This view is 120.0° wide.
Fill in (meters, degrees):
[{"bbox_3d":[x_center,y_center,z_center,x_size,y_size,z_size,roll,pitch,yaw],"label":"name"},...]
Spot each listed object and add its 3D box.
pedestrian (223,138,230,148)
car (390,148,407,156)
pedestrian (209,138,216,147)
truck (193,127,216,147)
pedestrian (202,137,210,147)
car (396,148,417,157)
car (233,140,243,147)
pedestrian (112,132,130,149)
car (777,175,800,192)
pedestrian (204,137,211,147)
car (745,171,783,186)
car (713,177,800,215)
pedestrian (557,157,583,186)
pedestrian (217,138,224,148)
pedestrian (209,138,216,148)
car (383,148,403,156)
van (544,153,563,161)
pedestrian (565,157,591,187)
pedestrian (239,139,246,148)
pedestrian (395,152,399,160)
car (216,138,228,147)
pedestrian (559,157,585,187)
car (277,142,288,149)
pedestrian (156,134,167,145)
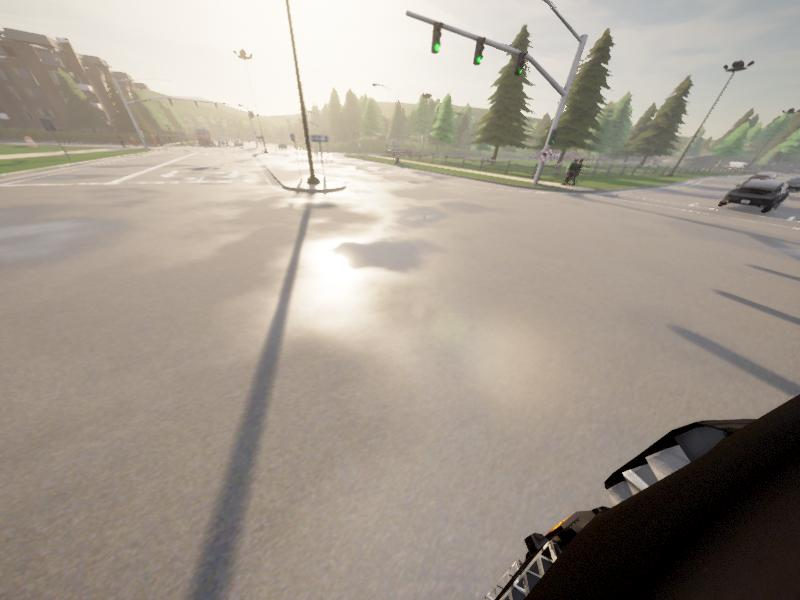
[{"bbox_3d":[-41.537,-37.634,55.397,0.751,1.860,0.751,-16,38,-26],"label":"pedestrian"},{"bbox_3d":[-0.492,-39.339,61.486,3.988,1.617,1.851,-16,38,-26],"label":"car"},{"bbox_3d":[-44.209,-37.112,54.413,0.751,1.860,0.751,-24,42,-34],"label":"pedestrian"},{"bbox_3d":[-50.800,-42.452,60.166,2.891,3.827,8.468,-16,38,-26],"label":"truck"},{"bbox_3d":[-44.352,-36.097,52.874,0.751,1.860,0.751,-17,39,-27],"label":"pedestrian"},{"bbox_3d":[1.592,-37.736,59.139,4.856,1.649,2.033,-16,38,-26],"label":"car"},{"bbox_3d":[-44.400,-42.829,63.326,1.837,1.490,4.892,-16,38,-26],"label":"car"},{"bbox_3d":[-38.689,-22.070,32.016,0.751,1.860,0.751,-14,37,-23],"label":"pedestrian"},{"bbox_3d":[42.841,-12.386,24.604,4.181,1.385,1.994,-16,38,-26],"label":"car"},{"bbox_3d":[-44.790,-36.709,53.758,0.751,1.860,0.751,-16,38,-26],"label":"pedestrian"},{"bbox_3d":[48.534,-16.288,30.826,4.674,1.442,1.812,-16,38,-26],"label":"car"},{"bbox_3d":[20.869,-6.163,13.456,4.892,1.490,1.837,-16,38,-26],"label":"car"},{"bbox_3d":[13.001,-9.851,17.721,0.751,1.860,0.751,0,34,-4],"label":"pedestrian"},{"bbox_3d":[-42.237,-36.904,54.249,0.751,1.860,0.751,-20,40,-30],"label":"pedestrian"},{"bbox_3d":[-43.424,-36.477,53.516,0.751,1.860,0.751,-19,40,-29],"label":"pedestrian"},{"bbox_3d":[-1.882,-41.106,64.198,5.027,1.651,2.152,-16,38,-26],"label":"car"},{"bbox_3d":[57.965,-54.026,87.226,6.366,2.431,2.351,-16,38,-26],"label":"van"},{"bbox_3d":[13.226,-9.517,17.238,0.751,1.860,0.751,12,35,13],"label":"pedestrian"},{"bbox_3d":[-38.642,-38.280,56.590,0.751,1.860,0.751,-19,40,-30],"label":"pedestrian"},{"bbox_3d":[-0.560,-25.300,40.508,0.500,1.100,0.500,-13,37,-23],"label":"pedestrian"},{"bbox_3d":[-47.213,-41.913,61.403,1.905,1.878,3.866,-16,38,-26],"label":"car"},{"bbox_3d":[12.669,-9.437,17.074,0.751,1.860,0.751,11,34,12],"label":"pedestrian"},{"bbox_3d":[-35.582,-46.837,69.896,1.930,1.638,5.238,-16,38,-26],"label":"car"},{"bbox_3d":[-51.164,-34.418,49.553,0.751,1.860,0.751,-1,34,-7],"label":"pedestrian"}]
